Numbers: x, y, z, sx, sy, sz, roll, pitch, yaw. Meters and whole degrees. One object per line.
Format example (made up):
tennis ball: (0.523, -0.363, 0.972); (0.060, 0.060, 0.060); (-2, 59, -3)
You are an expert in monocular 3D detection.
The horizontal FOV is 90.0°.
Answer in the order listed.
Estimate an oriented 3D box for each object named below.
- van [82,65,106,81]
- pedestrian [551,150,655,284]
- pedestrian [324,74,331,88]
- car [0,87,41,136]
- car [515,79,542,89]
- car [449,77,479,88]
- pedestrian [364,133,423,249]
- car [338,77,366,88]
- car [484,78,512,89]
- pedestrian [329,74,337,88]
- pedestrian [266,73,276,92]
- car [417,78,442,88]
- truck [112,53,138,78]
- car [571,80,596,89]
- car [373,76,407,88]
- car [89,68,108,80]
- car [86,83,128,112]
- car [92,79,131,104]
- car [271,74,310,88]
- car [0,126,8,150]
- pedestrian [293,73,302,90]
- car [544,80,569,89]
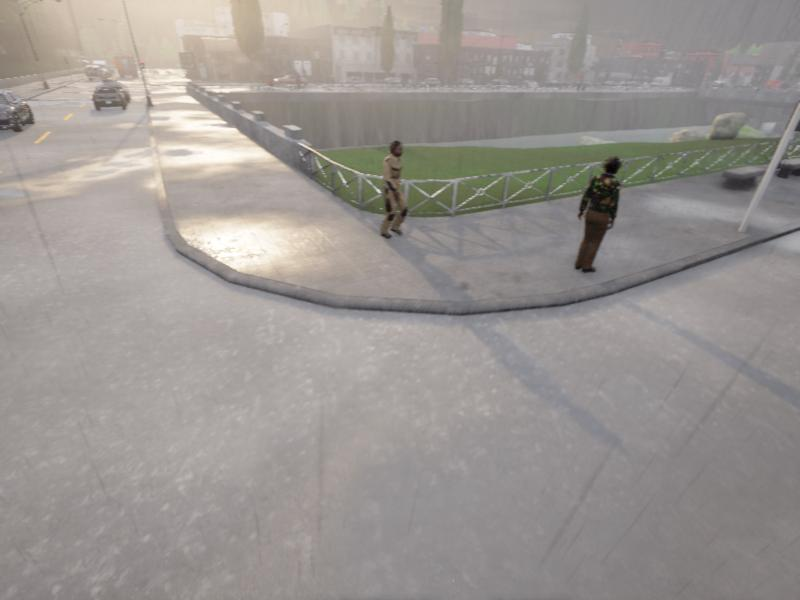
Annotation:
van: (-46.651, -34.648, 61.082); (2.069, 2.038, 4.480); (-15, 34, -26)
pedestrian: (3.154, -1.323, 6.369); (0.751, 1.860, 0.751); (-17, 35, -29)
pedestrian: (-11.113, -33.658, 61.356); (0.751, 1.860, 0.751); (24, 37, 33)
car: (-18.990, -8.952, 18.825); (2.033, 1.649, 4.856); (-15, 34, -26)
car: (25.666, -43.291, 80.113); (4.974, 1.542, 2.038); (-15, 34, -26)
car: (11.667, -39.678, 73.136); (5.238, 1.638, 1.930); (-15, 34, -26)
pedestrian: (-0.128, -2.021, 7.414); (0.751, 1.860, 0.751); (19, 34, 27)
car: (-7.632, -34.597, 63.578); (3.806, 1.475, 1.970); (-14, 34, -25)
car: (18.717, -41.510, 76.641); (4.856, 1.649, 2.033); (-15, 34, -26)
pedestrian: (-10.159, -33.323, 60.829); (0.751, 1.860, 0.751); (-21, 37, -33)
pedestrian: (-15.182, -25.552, 47.034); (0.751, 1.860, 0.751); (-14, 34, -26)
car: (5.123, -37.898, 69.929); (3.806, 1.475, 1.970); (-15, 34, -26)
truck: (-51.230, -43.800, 74.762); (2.891, 3.827, 8.468); (-15, 34, -26)
car: (40.093, -47.057, 87.277); (5.238, 1.638, 1.930); (-15, 34, -26)
car: (-1.661, -36.218, 66.507); (5.238, 1.638, 1.930); (-15, 34, -26)
car: (-50.506, -37.947, 67.119); (2.007, 1.525, 4.514); (-15, 34, -26)
car: (-20.153, -14.075, 27.711); (1.816, 1.474, 4.193); (-15, 34, -26)
car: (-23.373, -17.072, 32.631); (2.038, 1.542, 4.974); (-15, 34, -26)
car: (-16.237, -32.426, 59.260); (5.027, 1.651, 2.152); (-15, 34, -26)
car: (-15.290, -5.552, 13.146); (2.242, 1.667, 4.611); (-14, 34, -26)
pedestrian: (-13.022, -27.659, 50.760); (0.751, 1.860, 0.751); (-15, 34, -26)
car: (32.734, -45.102, 83.643); (5.008, 1.535, 1.882); (-15, 34, -26)
